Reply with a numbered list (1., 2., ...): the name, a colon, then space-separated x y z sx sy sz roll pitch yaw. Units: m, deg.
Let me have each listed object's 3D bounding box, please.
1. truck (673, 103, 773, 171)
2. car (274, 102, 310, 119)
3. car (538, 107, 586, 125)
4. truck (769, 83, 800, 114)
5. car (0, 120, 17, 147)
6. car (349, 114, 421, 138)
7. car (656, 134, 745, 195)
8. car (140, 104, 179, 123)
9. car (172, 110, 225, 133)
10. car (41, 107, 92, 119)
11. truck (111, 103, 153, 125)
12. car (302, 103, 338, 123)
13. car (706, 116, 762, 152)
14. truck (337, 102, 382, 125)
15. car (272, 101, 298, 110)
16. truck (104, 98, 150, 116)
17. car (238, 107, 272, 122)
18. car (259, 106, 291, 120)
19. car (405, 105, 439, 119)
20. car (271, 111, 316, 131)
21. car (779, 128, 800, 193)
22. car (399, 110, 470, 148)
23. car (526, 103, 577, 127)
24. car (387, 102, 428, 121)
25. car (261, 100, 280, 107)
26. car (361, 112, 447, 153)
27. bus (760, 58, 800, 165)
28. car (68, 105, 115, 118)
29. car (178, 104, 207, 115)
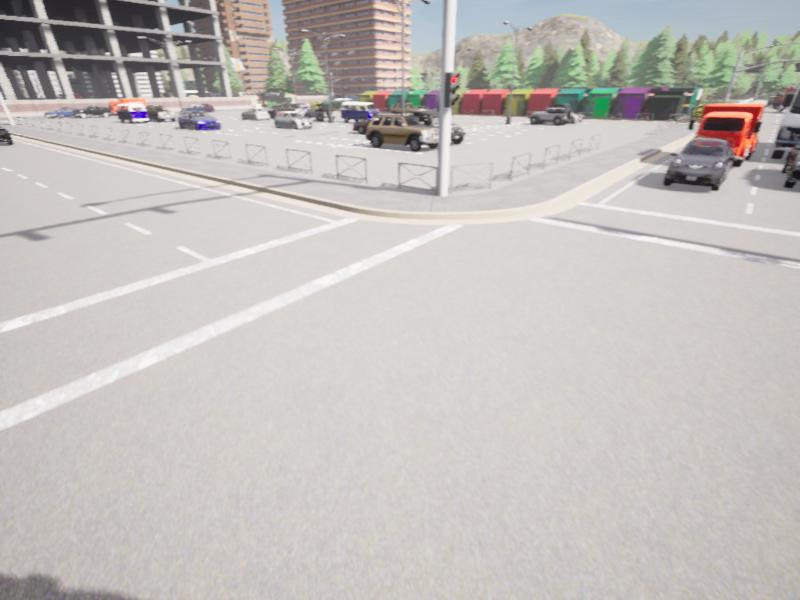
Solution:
1. truck: 15.169 -7.789 18.707 2.627 2.467 5.204 21 34 35
2. car: -14.294 -25.037 52.807 4.605 1.855 1.932 20 34 34
3. car: 16.296 -18.547 40.311 3.806 1.475 1.970 20 34 34
4. truck: 58.304 -28.769 57.090 2.891 3.827 8.468 0 27 0
5. car: -28.930 -11.699 27.971 5.008 1.535 1.882 20 34 34
6. car: -1.207 -13.262 30.359 5.357 1.415 2.033 20 34 34
7. car: 10.790 -4.957 14.325 1.845 1.501 3.633 21 34 35
8. car: -28.171 -21.796 46.762 4.605 1.855 1.932 20 34 34
9. car: -18.292 -16.287 36.330 4.611 1.667 2.242 20 34 34
10. car: -49.726 -27.991 59.708 2.033 1.411 5.357 20 34 34
11. truck: -29.950 -20.819 44.695 4.478 2.038 2.069 20 34 34
12. car: -9.223 -21.573 46.039 3.866 1.878 1.905 20 34 34
13. car: 20.026 -10.021 23.912 1.801 1.575 5.366 21 34 36
14. truck: -4.281 -19.838 42.396 4.478 2.038 2.069 20 34 34
15. car: -23.982 -40.482 83.397 1.882 1.535 5.008 20 34 34
16. truck: -44.428 -31.480 65.303 2.627 2.467 5.204 20 34 34
17. car: -17.786 -22.801 49.067 3.806 1.475 1.970 20 34 34
18. car: -15.952 -23.870 51.036 3.905 1.438 1.784 20 34 34
19. car: 2.763 -23.564 50.150 3.905 1.438 1.784 20 34 34
20. car: -9.748 -16.406 36.583 3.806 1.475 1.970 20 34 34
21. car: 15.331 -5.024 14.282 2.152 1.651 5.027 20 34 34
22. car: 2.058 -10.650 24.753 3.866 1.878 1.905 20 34 34
23. car: 14.453 -17.721 38.223 3.866 1.878 1.905 20 34 34
24. car: 0.878 -22.727 48.104 4.605 1.855 1.932 20 34 34
25. car: -32.480 -49.188 100.053 1.851 1.617 3.988 20 34 34
26. car: 0.183 -9.627 22.798 4.605 1.855 1.932 20 34 34
27. bus: 21.826 -9.633 20.228 3.944 4.253 10.273 21 34 36
28. car: -45.590 -27.933 59.233 1.837 1.490 4.892 20 34 34
29. car: -36.099 -33.235 69.741 1.970 1.475 3.806 20 34 34
